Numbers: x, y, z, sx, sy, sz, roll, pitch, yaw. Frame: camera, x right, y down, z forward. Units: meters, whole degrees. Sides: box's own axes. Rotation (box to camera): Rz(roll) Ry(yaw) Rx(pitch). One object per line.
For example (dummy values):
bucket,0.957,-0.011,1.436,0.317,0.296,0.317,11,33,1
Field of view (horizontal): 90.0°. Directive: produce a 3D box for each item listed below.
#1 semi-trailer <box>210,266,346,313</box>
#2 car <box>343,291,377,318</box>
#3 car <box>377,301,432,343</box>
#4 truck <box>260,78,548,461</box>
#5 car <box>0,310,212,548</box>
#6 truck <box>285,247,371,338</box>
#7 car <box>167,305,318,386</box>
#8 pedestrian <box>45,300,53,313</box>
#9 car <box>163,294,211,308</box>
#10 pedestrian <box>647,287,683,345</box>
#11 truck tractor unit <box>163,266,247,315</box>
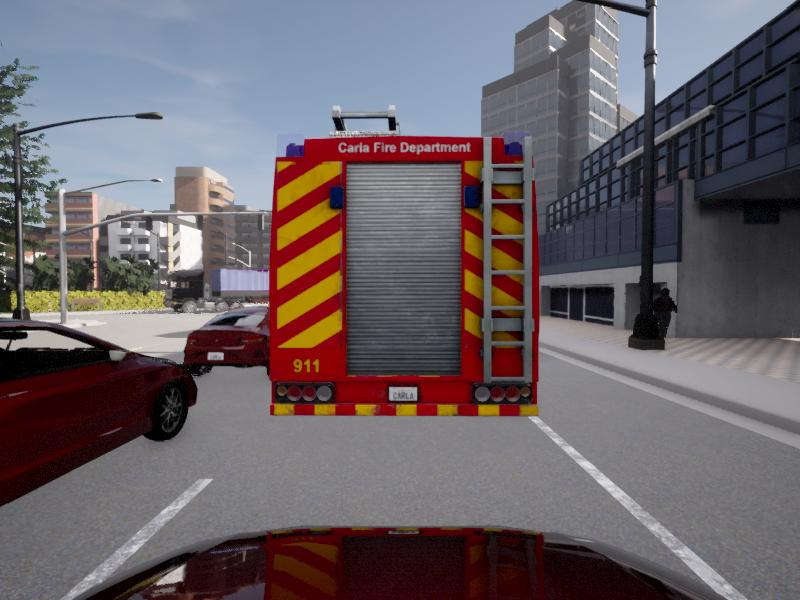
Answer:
semi-trailer,-12.577,-1.112,43.323,14.254,4.402,2.717,-1,2,-43
car,-3.217,0.294,33.700,2.150,2.045,5.566,0,1,2
car,0.183,0.815,17.338,2.038,1.542,4.974,0,0,1
truck,0.092,-0.302,8.253,2.891,3.827,8.468,0,0,1
car,-3.468,0.860,3.307,1.816,1.474,4.193,0,0,1
truck,-3.344,-0.364,21.174,2.891,3.827,8.468,0,1,1
car,-3.430,0.891,9.838,1.812,1.442,4.674,0,0,1
pedestrian,-30.973,0.588,35.332,0.500,1.100,0.500,-1,2,-40
car,-27.246,0.090,51.336,5.027,1.651,2.152,0,1,1
pedestrian,8.821,0.513,13.336,0.751,1.860,0.751,0,1,12
truck tractor unit,-18.335,-0.884,37.899,3.053,4.208,6.516,1,1,45
